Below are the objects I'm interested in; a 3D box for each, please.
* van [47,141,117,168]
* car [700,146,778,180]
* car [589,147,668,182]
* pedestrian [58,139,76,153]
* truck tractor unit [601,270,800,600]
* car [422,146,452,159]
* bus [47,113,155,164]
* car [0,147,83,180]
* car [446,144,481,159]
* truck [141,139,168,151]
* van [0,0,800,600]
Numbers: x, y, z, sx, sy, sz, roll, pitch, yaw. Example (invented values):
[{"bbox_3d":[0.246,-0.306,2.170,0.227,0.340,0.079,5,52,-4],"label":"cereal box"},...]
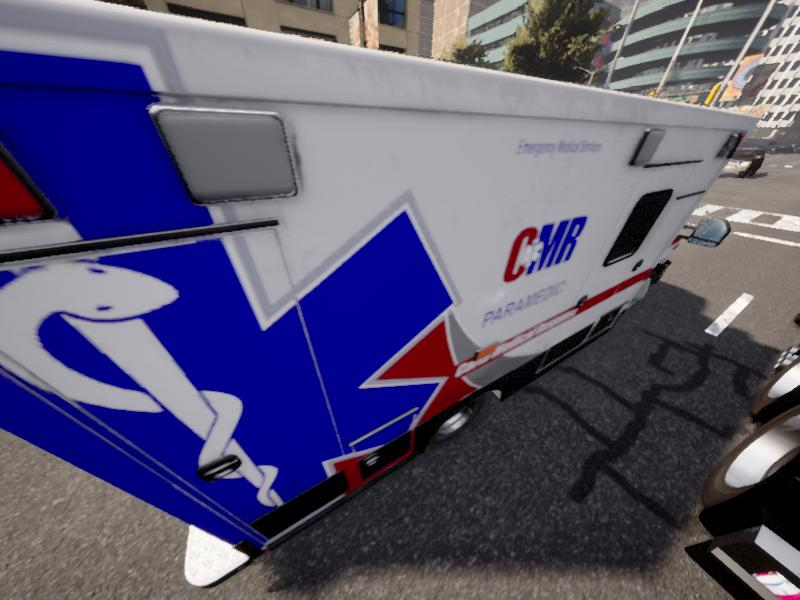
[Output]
[{"bbox_3d":[-30.536,-14.246,22.468,2.069,2.038,4.480,-18,39,-24],"label":"van"},{"bbox_3d":[25.435,-10.349,17.353,4.605,1.855,1.932,-18,39,-23],"label":"car"},{"bbox_3d":[16.143,-9.699,16.370,4.605,1.855,1.932,-17,39,-24],"label":"car"},{"bbox_3d":[-55.458,-25.643,38.518,0.751,1.860,0.751,-18,39,-25],"label":"pedestrian"},{"bbox_3d":[5.127,-0.282,0.777,6.516,4.208,3.053,-17,39,-24],"label":"truck tractor unit"},{"bbox_3d":[5.341,-21.755,33.984,1.812,1.442,4.674,-18,39,-24],"label":"car"},{"bbox_3d":[-34.919,-19.460,27.988,3.944,4.253,10.273,-18,39,-24],"label":"bus"},{"bbox_3d":[-26.699,-10.198,17.031,1.930,1.638,5.238,-18,39,-24],"label":"car"},{"bbox_3d":[9.274,-21.875,33.981,2.242,1.667,4.611,-17,39,-24],"label":"car"},{"bbox_3d":[-54.399,-34.457,51.273,2.390,2.098,6.274,-18,39,-24],"label":"truck"},{"bbox_3d":[1.177,-0.611,2.756,6.366,2.431,2.351,-18,39,-24],"label":"van"}]
